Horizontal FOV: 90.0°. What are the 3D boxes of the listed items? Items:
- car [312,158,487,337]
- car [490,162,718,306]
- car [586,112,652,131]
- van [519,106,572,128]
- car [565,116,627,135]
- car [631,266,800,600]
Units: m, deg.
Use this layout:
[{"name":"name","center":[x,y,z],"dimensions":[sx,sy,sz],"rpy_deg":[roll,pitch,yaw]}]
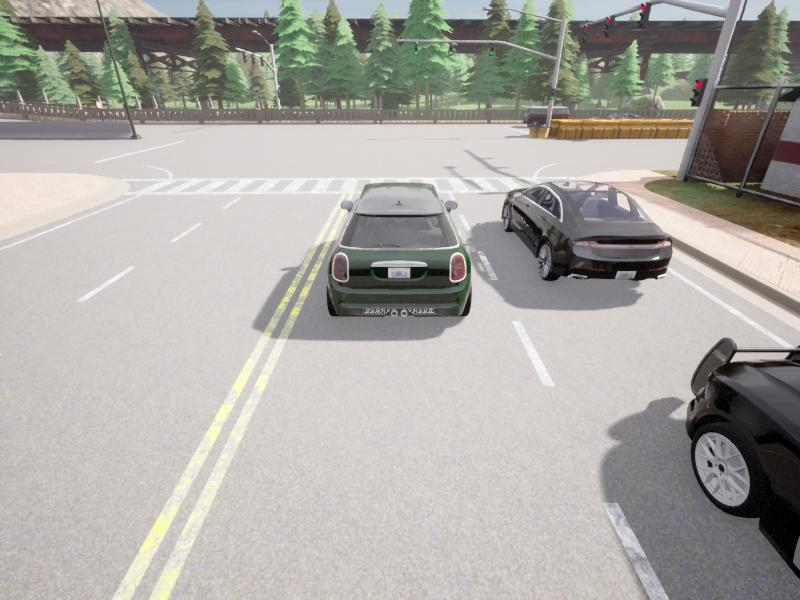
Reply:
[{"name":"car","center":[-0.013,-1.314,7.219],"dimensions":[2.097,1.767,4.553],"rpy_deg":[0,27,0]},{"name":"car","center":[3.489,-1.690,8.263],"dimensions":[2.128,1.511,4.902],"rpy_deg":[0,27,0]},{"name":"car","center":[20.691,-16.930,37.962],"dimensions":[4.902,1.511,2.128],"rpy_deg":[-1,27,-2]},{"name":"van","center":[14.744,-18.651,40.793],"dimensions":[4.442,1.987,1.775],"rpy_deg":[-1,27,-2]},{"name":"car","center":[16.946,-15.211,34.768],"dimensions":[4.181,1.385,1.994],"rpy_deg":[-1,27,-2]},{"name":"car","center":[3.501,1.620,1.671],"dimensions":[1.930,1.638,5.238],"rpy_deg":[0,27,0]}]
